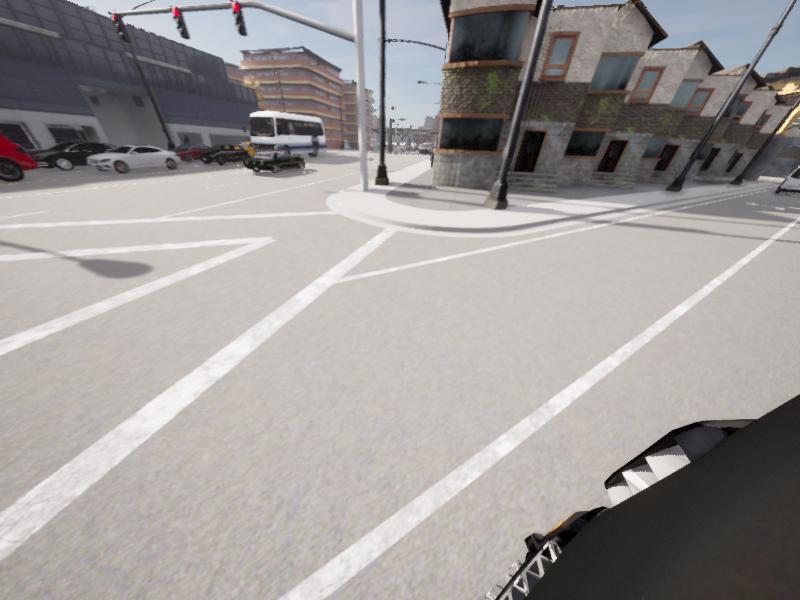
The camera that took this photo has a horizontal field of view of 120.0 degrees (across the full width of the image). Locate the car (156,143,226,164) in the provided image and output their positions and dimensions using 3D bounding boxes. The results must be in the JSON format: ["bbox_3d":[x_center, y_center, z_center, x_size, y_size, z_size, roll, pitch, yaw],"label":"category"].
[{"bbox_3d":[-18.740,-13.395,21.001,1.994,1.385,4.181,11,36,13],"label":"car"}]

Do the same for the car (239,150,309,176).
[{"bbox_3d":[-9.171,-10.396,17.361,1.895,1.301,4.718,11,35,12],"label":"car"}]

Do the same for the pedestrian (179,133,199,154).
[{"bbox_3d":[-23.305,-17.281,25.546,0.751,1.860,0.751,1,34,-3],"label":"pedestrian"}]

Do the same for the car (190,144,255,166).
[{"bbox_3d":[-15.361,-12.846,20.337,1.816,1.474,4.193,11,35,12],"label":"car"}]

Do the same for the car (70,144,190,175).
[{"bbox_3d":[-17.120,-9.297,15.099,1.812,1.442,4.674,11,35,11],"label":"car"}]

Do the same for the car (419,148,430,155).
[{"bbox_3d":[7.038,-42.550,66.148,1.882,1.535,5.008,11,33,11],"label":"car"}]

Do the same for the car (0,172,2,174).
[{"bbox_3d":[-22.453,-6.087,9.881,1.882,1.535,5.008,11,35,12],"label":"car"}]

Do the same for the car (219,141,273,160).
[{"bbox_3d":[-17.048,-16.923,26.011,1.882,1.535,5.008,11,36,12],"label":"car"}]

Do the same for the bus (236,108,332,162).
[{"bbox_3d":[-12.609,-19.226,27.189,3.944,4.253,10.273,11,36,11],"label":"bus"}]

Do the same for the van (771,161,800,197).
[{"bbox_3d":[37.003,-10.912,20.878,5.915,2.561,1.988,-15,37,-24],"label":"van"}]

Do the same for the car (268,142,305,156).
[{"bbox_3d":[-15.250,-20.595,31.403,1.812,1.442,4.674,11,36,12],"label":"car"}]

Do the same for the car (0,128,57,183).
[{"bbox_3d":[-19.059,-5.672,9.055,2.150,2.045,5.566,11,35,12],"label":"car"}]

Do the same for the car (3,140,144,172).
[{"bbox_3d":[-20.715,-9.503,15.112,1.837,1.490,4.892,11,35,12],"label":"car"}]
